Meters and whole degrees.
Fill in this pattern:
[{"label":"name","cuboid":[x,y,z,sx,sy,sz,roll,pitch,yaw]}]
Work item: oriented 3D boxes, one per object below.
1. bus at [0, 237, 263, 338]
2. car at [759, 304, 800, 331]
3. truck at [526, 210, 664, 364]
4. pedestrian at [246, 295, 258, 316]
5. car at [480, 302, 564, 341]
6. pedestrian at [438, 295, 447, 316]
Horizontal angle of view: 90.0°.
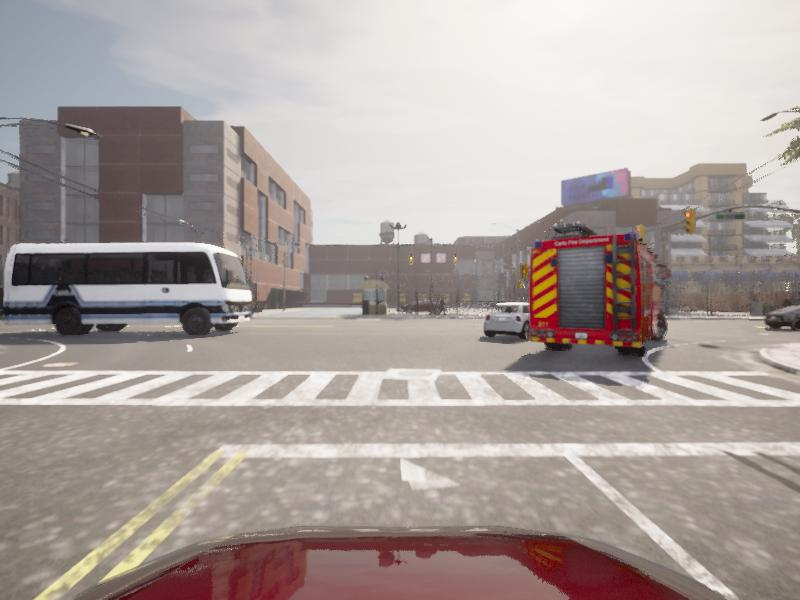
[{"label":"bus","cuboid":[-12.393,-0.527,19.157,10.273,4.253,3.944,0,0,1]},{"label":"car","cuboid":[22.125,0.915,21.228,4.181,1.385,1.994,0,0,11]},{"label":"truck","cuboid":[7.387,-0.316,14.234,2.891,3.827,8.468,-1,0,37]},{"label":"pedestrian","cuboid":[-13.298,0.493,35.905,0.751,1.860,0.751,0,0,0]},{"label":"car","cuboid":[5.385,0.858,17.441,1.970,1.475,3.806,0,0,44]},{"label":"pedestrian","cuboid":[3.774,0.495,35.581,0.751,1.860,0.751,0,0,-2]}]
